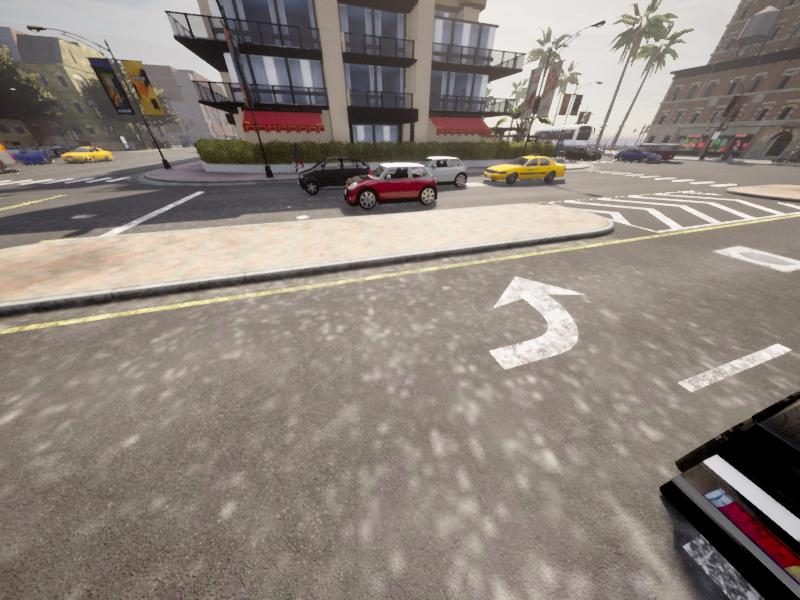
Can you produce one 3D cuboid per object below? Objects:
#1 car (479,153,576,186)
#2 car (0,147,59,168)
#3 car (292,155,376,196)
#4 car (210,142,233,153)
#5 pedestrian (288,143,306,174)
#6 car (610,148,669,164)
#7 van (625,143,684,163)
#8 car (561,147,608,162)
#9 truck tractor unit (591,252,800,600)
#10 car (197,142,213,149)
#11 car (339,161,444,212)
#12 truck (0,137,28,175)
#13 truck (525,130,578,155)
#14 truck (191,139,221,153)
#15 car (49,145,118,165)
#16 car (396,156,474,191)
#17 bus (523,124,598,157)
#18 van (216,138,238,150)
[{"bbox_3d":[8.069,-8.448,14.807,5.366,1.575,1.801,-10,36,-14],"label":"car"},{"bbox_3d":[-36.912,-13.908,22.447,1.812,1.442,4.674,-10,36,-15],"label":"car"},{"bbox_3d":[-3.304,-6.442,11.867,3.705,1.549,1.789,-10,36,-14],"label":"car"},{"bbox_3d":[-34.696,-29.752,45.057,2.033,1.649,4.856,-10,36,-15],"label":"car"},{"bbox_3d":[-7.427,-10.297,16.798,0.751,1.860,0.751,-10,36,-14],"label":"pedestrian"},{"bbox_3d":[29.452,-17.885,28.633,1.812,1.442,4.674,-10,36,-14],"label":"car"},{"bbox_3d":[32.603,-19.054,29.862,1.775,1.987,4.442,-10,36,-14],"label":"van"},{"bbox_3d":[24.689,-19.717,31.158,2.007,1.525,4.514,-8,36,-12],"label":"car"},{"bbox_3d":[5.283,-0.072,0.453,6.516,4.208,3.053,-10,36,-14],"label":"truck tractor unit"},{"bbox_3d":[-52.364,-41.645,62.172,1.812,1.442,4.674,-10,36,-15],"label":"car"},{"bbox_3d":[-0.413,-4.822,9.629,3.806,1.475,1.970,-10,36,-14],"label":"car"},{"bbox_3d":[-30.185,-9.389,13.922,2.891,3.827,8.468,-10,36,-15],"label":"truck"},{"bbox_3d":[29.985,-31.648,46.324,2.891,3.827,8.468,-10,36,-14],"label":"truck"},{"bbox_3d":[-39.074,-31.224,46.727,2.390,2.098,6.274,-10,36,-15],"label":"truck"},{"bbox_3d":[-34.402,-16.041,25.406,1.801,1.575,5.366,-10,36,-15],"label":"car"},{"bbox_3d":[1.881,-7.319,13.232,3.806,1.475,1.970,-10,36,-14],"label":"car"},{"bbox_3d":[27.961,-28.510,41.423,3.944,4.253,10.273,-10,36,-14],"label":"bus"},{"bbox_3d":[-43.633,-39.549,58.358,2.351,2.431,6.366,-10,36,-15],"label":"van"}]
